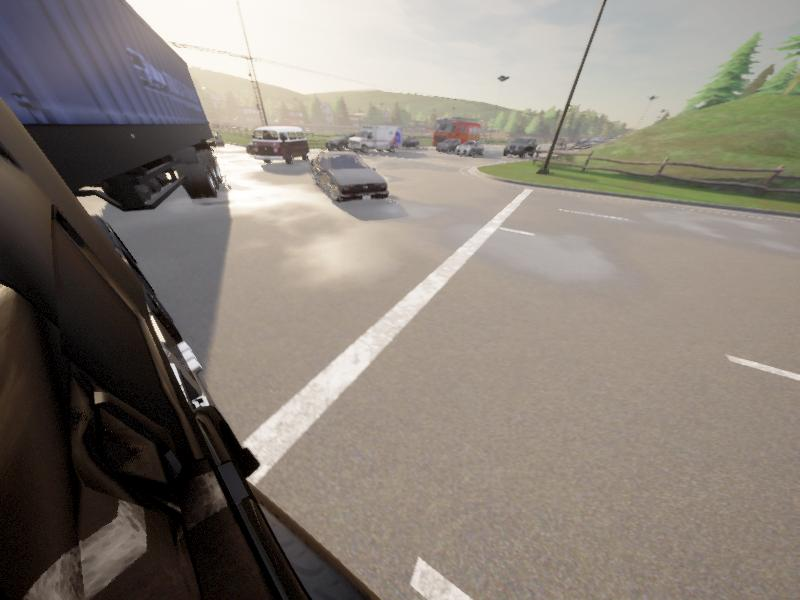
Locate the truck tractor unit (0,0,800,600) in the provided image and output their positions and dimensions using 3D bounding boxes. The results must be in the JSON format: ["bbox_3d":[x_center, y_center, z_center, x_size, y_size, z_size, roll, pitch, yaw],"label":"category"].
[{"bbox_3d":[-2.645,-0.295,0.352,6.516,4.208,3.053,28,44,30],"label":"truck tractor unit"}]

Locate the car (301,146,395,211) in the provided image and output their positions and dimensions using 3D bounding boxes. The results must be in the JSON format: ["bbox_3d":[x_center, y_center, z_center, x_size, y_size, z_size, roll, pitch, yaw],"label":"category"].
[{"bbox_3d":[-2.346,-5.158,9.342,2.033,1.411,5.357,-16,40,-23],"label":"car"}]

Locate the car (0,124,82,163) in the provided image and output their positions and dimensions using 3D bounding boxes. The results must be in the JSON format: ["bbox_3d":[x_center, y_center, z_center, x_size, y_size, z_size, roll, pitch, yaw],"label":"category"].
[{"bbox_3d":[-21.174,-9.334,13.665,5.008,1.535,1.882,26,43,28],"label":"car"}]

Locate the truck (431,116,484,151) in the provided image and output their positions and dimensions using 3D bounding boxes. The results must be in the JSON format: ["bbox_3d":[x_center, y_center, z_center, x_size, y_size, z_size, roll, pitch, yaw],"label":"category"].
[{"bbox_3d":[8.453,-24.234,33.806,2.891,3.827,8.468,31,45,33],"label":"truck"}]

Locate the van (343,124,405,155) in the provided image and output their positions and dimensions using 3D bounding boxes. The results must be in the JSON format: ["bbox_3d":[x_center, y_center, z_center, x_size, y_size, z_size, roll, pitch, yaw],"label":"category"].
[{"bbox_3d":[-2.557,-17.140,24.673,2.351,2.431,6.366,31,45,32],"label":"van"}]

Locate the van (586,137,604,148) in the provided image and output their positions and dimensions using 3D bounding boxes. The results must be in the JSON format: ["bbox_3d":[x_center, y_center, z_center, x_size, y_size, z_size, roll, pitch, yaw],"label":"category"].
[{"bbox_3d":[59.057,-47.621,69.862,2.351,2.431,6.366,31,45,33],"label":"van"}]

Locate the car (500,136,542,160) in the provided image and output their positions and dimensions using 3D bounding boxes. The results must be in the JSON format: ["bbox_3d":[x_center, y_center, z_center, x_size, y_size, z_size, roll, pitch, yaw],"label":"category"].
[{"bbox_3d":[14.320,-17.977,27.207,2.150,2.045,5.566,31,45,33],"label":"car"}]

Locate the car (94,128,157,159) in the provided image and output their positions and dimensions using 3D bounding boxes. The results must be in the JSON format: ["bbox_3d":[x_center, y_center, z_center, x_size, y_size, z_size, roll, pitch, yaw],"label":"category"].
[{"bbox_3d":[-18.926,-10.844,15.905,4.193,1.474,1.816,27,43,29],"label":"car"}]

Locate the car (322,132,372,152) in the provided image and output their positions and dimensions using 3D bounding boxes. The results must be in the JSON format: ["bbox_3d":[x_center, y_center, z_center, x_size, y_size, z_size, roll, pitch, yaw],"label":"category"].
[{"bbox_3d":[-5.863,-17.855,26.105,2.152,1.651,5.027,30,45,32],"label":"car"}]

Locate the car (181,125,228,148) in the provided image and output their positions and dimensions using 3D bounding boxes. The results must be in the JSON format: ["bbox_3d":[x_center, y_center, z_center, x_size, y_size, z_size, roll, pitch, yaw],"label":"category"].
[{"bbox_3d":[-20.441,-17.126,24.146,4.611,1.667,2.242,29,44,31],"label":"car"}]

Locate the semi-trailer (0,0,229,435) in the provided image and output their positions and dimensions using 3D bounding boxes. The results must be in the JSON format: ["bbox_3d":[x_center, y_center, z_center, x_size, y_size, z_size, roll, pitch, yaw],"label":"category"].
[{"bbox_3d":[-6.913,-4.394,5.449,2.717,4.402,14.254,-16,41,-23],"label":"semi-trailer"}]

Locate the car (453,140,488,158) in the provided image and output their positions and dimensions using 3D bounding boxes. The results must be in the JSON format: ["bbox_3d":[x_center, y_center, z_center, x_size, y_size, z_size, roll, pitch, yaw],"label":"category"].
[{"bbox_3d":[7.937,-16.989,25.941,1.970,1.475,3.806,31,45,33],"label":"car"}]

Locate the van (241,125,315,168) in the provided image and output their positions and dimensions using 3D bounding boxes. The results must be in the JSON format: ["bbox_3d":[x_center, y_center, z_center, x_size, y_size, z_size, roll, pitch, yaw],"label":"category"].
[{"bbox_3d":[-7.816,-10.381,15.516,2.069,2.038,4.480,5,36,4],"label":"van"}]

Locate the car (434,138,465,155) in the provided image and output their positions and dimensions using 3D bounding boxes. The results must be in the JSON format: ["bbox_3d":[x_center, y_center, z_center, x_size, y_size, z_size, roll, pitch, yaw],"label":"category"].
[{"bbox_3d":[6.070,-18.916,28.383,1.845,1.501,3.633,31,45,33],"label":"car"}]

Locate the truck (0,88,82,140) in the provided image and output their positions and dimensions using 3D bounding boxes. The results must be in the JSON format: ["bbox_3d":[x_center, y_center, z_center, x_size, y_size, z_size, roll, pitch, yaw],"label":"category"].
[{"bbox_3d":[-37.846,-19.725,24.730,8.468,3.827,2.891,32,45,33],"label":"truck"}]

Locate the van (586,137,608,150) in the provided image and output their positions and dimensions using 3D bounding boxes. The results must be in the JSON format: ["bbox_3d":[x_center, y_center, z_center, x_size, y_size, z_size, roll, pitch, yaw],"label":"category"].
[{"bbox_3d":[48.008,-38.070,56.229,2.351,2.431,6.366,31,45,33],"label":"van"}]

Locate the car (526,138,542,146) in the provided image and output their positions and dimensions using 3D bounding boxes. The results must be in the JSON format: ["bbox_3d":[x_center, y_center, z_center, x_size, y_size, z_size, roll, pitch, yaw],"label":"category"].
[{"bbox_3d":[36.576,-43.017,62.902,2.038,1.542,4.974,31,45,33],"label":"car"}]

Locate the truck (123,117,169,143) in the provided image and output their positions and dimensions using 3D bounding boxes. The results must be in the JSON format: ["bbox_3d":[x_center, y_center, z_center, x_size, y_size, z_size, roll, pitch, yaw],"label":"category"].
[{"bbox_3d":[-29.088,-19.478,26.412,6.274,2.098,2.390,31,45,33],"label":"truck"}]

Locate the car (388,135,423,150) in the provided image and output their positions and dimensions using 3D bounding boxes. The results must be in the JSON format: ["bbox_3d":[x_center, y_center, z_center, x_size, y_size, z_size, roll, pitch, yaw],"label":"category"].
[{"bbox_3d":[0.766,-21.778,31.959,2.163,1.488,4.792,31,45,33],"label":"car"}]

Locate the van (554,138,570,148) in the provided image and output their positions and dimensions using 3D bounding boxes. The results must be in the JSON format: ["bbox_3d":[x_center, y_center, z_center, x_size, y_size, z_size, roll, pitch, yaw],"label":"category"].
[{"bbox_3d":[41.014,-39.775,58.466,1.775,1.987,4.442,31,45,33],"label":"van"}]

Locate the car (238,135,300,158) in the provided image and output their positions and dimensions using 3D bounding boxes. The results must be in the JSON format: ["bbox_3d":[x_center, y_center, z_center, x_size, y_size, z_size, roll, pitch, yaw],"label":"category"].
[{"bbox_3d":[-10.699,-12.887,19.286,1.994,1.385,4.181,12,37,13],"label":"car"}]

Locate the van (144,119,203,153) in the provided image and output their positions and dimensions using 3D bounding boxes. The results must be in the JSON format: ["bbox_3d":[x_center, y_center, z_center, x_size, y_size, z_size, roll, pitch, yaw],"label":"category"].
[{"bbox_3d":[-18.955,-13.761,19.371,4.480,2.038,2.069,28,43,30],"label":"van"}]
